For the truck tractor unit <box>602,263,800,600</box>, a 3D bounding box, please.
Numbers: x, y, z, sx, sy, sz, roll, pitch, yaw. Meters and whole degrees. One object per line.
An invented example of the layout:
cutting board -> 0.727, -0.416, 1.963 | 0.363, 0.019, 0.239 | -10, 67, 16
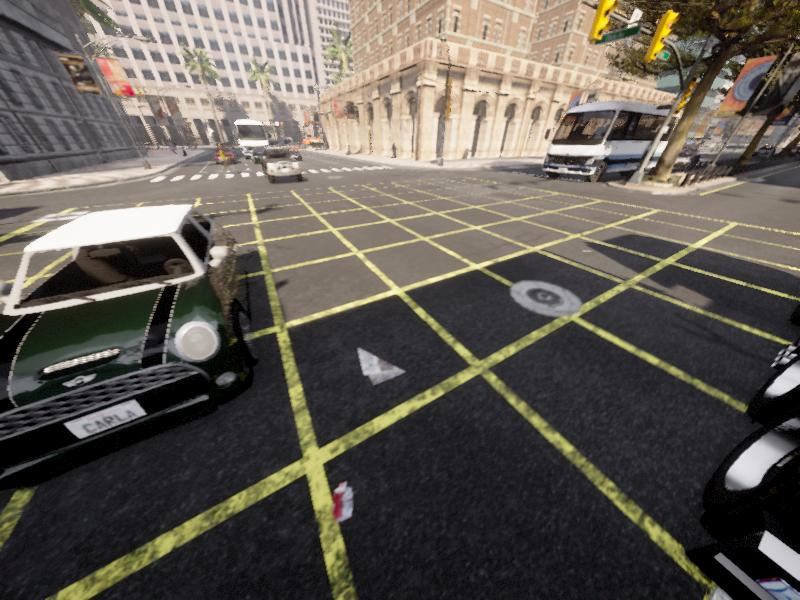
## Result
truck tractor unit -> 5.110, -0.302, 0.786 | 6.516, 4.208, 3.053 | -18, 39, -24

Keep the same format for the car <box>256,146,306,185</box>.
car -> -7.848, -8.877, 15.056 | 1.932, 1.855, 4.605 | -18, 38, -25

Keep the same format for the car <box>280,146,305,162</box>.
car -> -13.265, -17.954, 28.404 | 1.816, 1.474, 4.193 | -18, 39, -25

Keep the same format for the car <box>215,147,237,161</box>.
car -> -22.599, -19.130, 30.169 | 1.895, 1.301, 4.718 | -18, 39, -25

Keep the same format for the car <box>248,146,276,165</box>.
car -> -15.582, -16.302, 25.961 | 2.038, 1.542, 4.974 | -18, 39, -25

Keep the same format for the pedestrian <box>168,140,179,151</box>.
pedestrian -> -43.376, -29.673, 44.336 | 0.751, 1.860, 0.751 | -19, 39, -25

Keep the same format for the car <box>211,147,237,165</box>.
car -> -19.140, -15.802, 25.286 | 1.812, 1.442, 4.674 | -18, 39, -25

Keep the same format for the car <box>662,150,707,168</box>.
car -> 30.151, -14.999, 24.490 | 3.633, 1.501, 1.845 | -19, 39, -25

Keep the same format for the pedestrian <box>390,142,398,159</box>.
pedestrian -> -0.782, -19.114, 29.535 | 0.751, 1.860, 0.751 | -18, 39, -25

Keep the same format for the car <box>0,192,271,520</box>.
car -> -3.165, -0.180, 2.943 | 1.970, 1.475, 3.806 | -18, 39, -25

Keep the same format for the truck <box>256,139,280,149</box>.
truck -> -37.379, -44.378, 65.622 | 2.390, 2.098, 6.274 | 7, 35, 10

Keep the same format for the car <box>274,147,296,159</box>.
car -> -16.527, -21.107, 33.063 | 1.895, 1.301, 4.718 | -18, 39, -24

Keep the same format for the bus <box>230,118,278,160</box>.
bus -> -20.613, -22.510, 32.457 | 3.944, 4.253, 10.273 | -18, 39, -24

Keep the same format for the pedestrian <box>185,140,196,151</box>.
pedestrian -> -40.254, -29.676, 44.368 | 0.751, 1.860, 0.751 | -5, 35, -8

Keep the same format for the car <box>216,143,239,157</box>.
car -> -26.094, -22.783, 35.061 | 2.242, 1.667, 4.611 | -18, 39, -24

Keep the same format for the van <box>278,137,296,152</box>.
van -> -24.126, -33.203, 49.295 | 1.988, 2.561, 5.915 | -18, 39, -24

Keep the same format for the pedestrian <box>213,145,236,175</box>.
pedestrian -> -12.900, -10.287, 17.006 | 0.751, 1.860, 0.751 | -19, 39, -25

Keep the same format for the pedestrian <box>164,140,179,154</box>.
pedestrian -> -35.263, -23.613, 35.698 | 0.751, 1.860, 0.751 | -6, 35, -8

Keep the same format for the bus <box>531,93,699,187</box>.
bus -> 14.982, -11.043, 16.288 | 10.273, 4.253, 3.944 | -18, 39, -24
